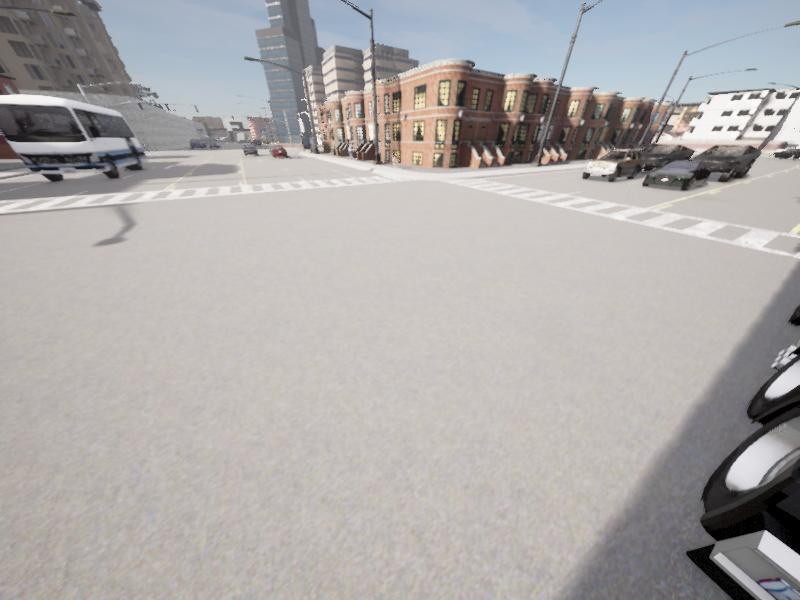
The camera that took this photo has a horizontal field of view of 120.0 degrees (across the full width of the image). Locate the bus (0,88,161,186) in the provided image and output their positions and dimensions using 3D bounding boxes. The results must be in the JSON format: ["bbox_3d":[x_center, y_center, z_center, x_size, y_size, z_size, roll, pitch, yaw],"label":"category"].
[{"bbox_3d":[-21.974,-11.333,16.374,3.944,4.253,10.273,-18,39,-24],"label":"bus"}]

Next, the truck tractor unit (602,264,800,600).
[{"bbox_3d":[5.111,-0.299,0.786,6.516,4.208,3.053,-18,39,-24],"label":"truck tractor unit"}]

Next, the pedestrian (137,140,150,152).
[{"bbox_3d":[-48.484,-29.095,43.693,0.751,1.860,0.751,-15,38,-21],"label":"pedestrian"}]

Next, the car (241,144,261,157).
[{"bbox_3d":[-23.466,-23.534,36.304,2.128,1.511,4.902,-18,39,-25],"label":"car"}]

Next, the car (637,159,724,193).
[{"bbox_3d":[16.623,-7.477,13.725,4.181,1.385,1.994,-18,39,-24],"label":"car"}]

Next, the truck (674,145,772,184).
[{"bbox_3d":[23.297,-9.943,16.696,6.274,2.098,2.390,-18,39,-24],"label":"truck"}]

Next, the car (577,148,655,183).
[{"bbox_3d":[15.049,-9.482,16.147,4.605,1.855,1.932,-18,39,-24],"label":"car"}]

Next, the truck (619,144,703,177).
[{"bbox_3d":[21.702,-11.732,19.253,6.274,2.098,2.390,-18,39,-24],"label":"truck"}]

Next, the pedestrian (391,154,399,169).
[{"bbox_3d":[-0.418,-12.057,20.073,0.500,1.100,0.500,-26,43,-33],"label":"pedestrian"}]

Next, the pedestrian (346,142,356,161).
[{"bbox_3d":[-5.890,-17.779,27.582,0.751,1.860,0.751,-17,38,-23],"label":"pedestrian"}]

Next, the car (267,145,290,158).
[{"bbox_3d":[-17.960,-21.978,34.146,2.163,1.488,4.792,-18,39,-24],"label":"car"}]
